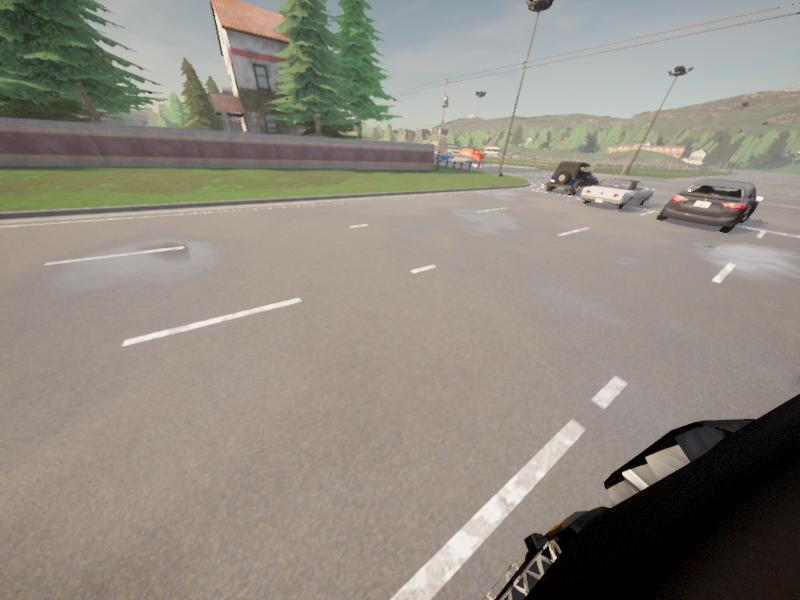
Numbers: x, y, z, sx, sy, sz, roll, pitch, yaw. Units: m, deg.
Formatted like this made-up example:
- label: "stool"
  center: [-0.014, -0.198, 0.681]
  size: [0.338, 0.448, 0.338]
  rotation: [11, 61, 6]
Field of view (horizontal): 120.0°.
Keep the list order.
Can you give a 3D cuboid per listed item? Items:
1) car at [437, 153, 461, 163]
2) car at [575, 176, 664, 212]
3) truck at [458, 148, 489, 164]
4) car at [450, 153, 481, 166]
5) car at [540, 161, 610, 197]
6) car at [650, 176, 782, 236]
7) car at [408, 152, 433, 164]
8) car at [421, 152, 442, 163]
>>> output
- label: "car"
  center: [10.176, -29.883, 48.451]
  size: [1.882, 1.535, 5.008]
  rotation: [-17, 39, -28]
- label: "car"
  center: [12.076, -5.908, 12.679]
  size: [4.718, 1.301, 1.895]
  rotation: [-17, 39, -28]
- label: "truck"
  center: [14.943, -29.570, 47.504]
  size: [2.627, 2.467, 5.204]
  rotation: [-17, 39, -28]
- label: "car"
  center: [11.567, -25.037, 41.181]
  size: [2.152, 1.651, 5.027]
  rotation: [-17, 39, -28]
- label: "car"
  center: [12.032, -8.418, 15.920]
  size: [3.866, 1.878, 1.905]
  rotation: [-17, 39, -27]
- label: "car"
  center: [13.504, -4.220, 9.913]
  size: [4.611, 1.667, 2.242]
  rotation: [-17, 39, -27]
- label: "car"
  center: [3.596, -24.989, 40.627]
  size: [1.812, 1.442, 4.674]
  rotation: [-17, 39, -28]
- label: "car"
  center: [5.836, -26.612, 43.155]
  size: [1.789, 1.549, 3.705]
  rotation: [-17, 38, -28]
